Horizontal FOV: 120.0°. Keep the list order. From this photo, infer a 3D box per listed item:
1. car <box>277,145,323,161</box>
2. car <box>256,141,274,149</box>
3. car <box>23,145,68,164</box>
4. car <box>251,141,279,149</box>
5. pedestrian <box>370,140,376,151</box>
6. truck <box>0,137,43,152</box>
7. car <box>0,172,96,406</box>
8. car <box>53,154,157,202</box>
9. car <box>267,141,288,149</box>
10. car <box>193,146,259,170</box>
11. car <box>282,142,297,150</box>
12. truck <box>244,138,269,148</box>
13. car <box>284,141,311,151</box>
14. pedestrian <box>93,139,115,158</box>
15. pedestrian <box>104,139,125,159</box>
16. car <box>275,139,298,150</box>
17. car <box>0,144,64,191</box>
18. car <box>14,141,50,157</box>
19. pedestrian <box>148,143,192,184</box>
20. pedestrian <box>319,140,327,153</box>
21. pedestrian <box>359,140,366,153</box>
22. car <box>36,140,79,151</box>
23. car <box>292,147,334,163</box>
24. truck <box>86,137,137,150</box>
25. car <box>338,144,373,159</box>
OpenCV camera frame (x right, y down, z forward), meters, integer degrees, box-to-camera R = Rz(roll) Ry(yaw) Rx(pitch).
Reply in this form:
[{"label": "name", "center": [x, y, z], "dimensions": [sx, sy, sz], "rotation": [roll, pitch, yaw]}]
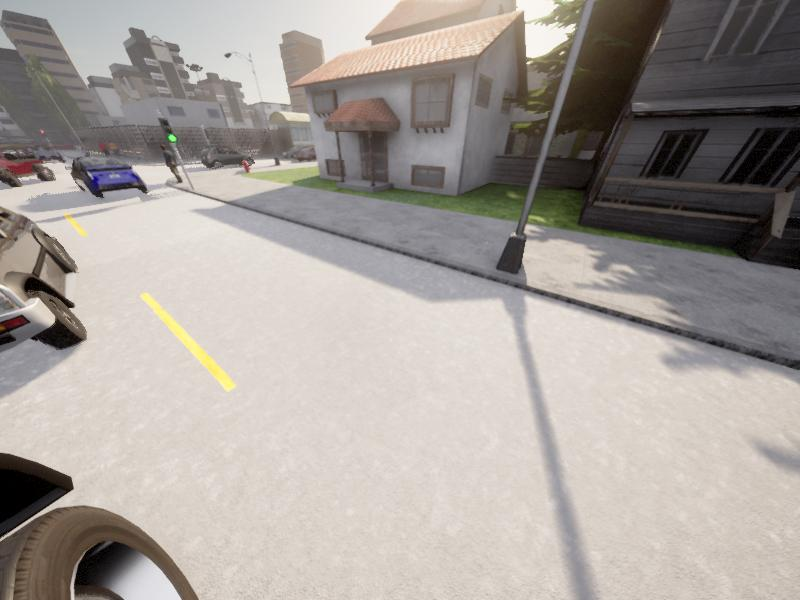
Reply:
[{"label": "car", "center": [-12.678, -18.963, 29.601], "dimensions": [2.128, 1.511, 4.902], "rotation": [22, 40, 28]}, {"label": "car", "center": [-32.940, -37.996, 56.447], "dimensions": [3.705, 1.547, 1.789], "rotation": [22, 40, 28]}, {"label": "car", "center": [-37.025, -15.279, 24.125], "dimensions": [3.633, 1.501, 1.845], "rotation": [22, 40, 28]}, {"label": "car", "center": [-33.035, -38.088, 56.702], "dimensions": [2.033, 1.415, 5.357], "rotation": [22, 40, 28]}, {"label": "pedestrian", "center": [-5.348, -30.701, 45.891], "dimensions": [0.751, 1.860, 0.751], "rotation": [-28, 44, -34]}, {"label": "truck", "center": [-69.026, -27.485, 40.791], "dimensions": [2.390, 2.098, 6.274], "rotation": [-1, 35, -1]}, {"label": "car", "center": [-6.053, -0.352, 2.884], "dimensions": [4.605, 1.855, 1.932], "rotation": [24, 42, 33]}, {"label": "car", "center": [-14.112, -5.997, 11.065], "dimensions": [4.514, 1.525, 2.007], "rotation": [22, 40, 28]}, {"label": "car", "center": [-28.963, -36.778, 54.758], "dimensions": [1.845, 1.501, 3.633], "rotation": [22, 40, 28]}, {"label": "car", "center": [-15.395, -12.805, 20.705], "dimensions": [1.851, 1.617, 3.988], "rotation": [21, 40, 27]}, {"label": "car", "center": [-24.025, -33.492, 50.175], "dimensions": [1.481, 1.379, 2.207], "rotation": [22, 40, 28]}, {"label": "truck", "center": [-36.185, -39.735, 58.484], "dimensions": [2.069, 2.038, 4.478], "rotation": [22, 40, 28]}, {"label": "car", "center": [-21.929, -33.156, 49.532], "dimensions": [2.242, 1.667, 4.611], "rotation": [22, 40, 28]}, {"label": "pedestrian", "center": [-34.902, -17.826, 27.252], "dimensions": [0.751, 1.860, 0.751], "rotation": [23, 41, 29]}, {"label": "pedestrian", "center": [-33.559, -17.751, 27.157], "dimensions": [0.751, 1.860, 0.751], "rotation": [23, 41, 29]}, {"label": "car", "center": [-25.300, -34.785, 51.646], "dimensions": [1.905, 1.878, 3.866], "rotation": [22, 40, 28]}, {"label": "car", "center": [-21.411, -7.169, 12.359], "dimensions": [1.905, 1.878, 3.866], "rotation": [-15, 38, -19]}, {"label": "car", "center": [-52.130, -21.434, 32.703], "dimensions": [4.856, 1.649, 2.033], "rotation": [22, 41, 28]}, {"label": "pedestrian", "center": [-12.456, -7.405, 12.578], "dimensions": [0.751, 1.860, 0.751], "rotation": [4, 35, 5]}, {"label": "pedestrian", "center": [-13.510, -27.131, 40.730], "dimensions": [0.751, 1.860, 0.751], "rotation": [14, 37, 19]}, {"label": "pedestrian", "center": [-6.443, -26.712, 40.188], "dimensions": [0.751, 1.860, 0.751], "rotation": [-28, 44, -34]}, {"label": "car", "center": [-64.800, -29.317, 43.871], "dimensions": [1.851, 1.617, 3.988], "rotation": [2, 35, 3]}, {"label": "car", "center": [-10.035, -17.026, 26.981], "dimensions": [1.994, 1.385, 4.181], "rotation": [21, 40, 27]}, {"label": "truck", "center": [-61.092, -33.270, 49.115], "dimensions": [2.390, 2.098, 6.274], "rotation": [22, 40, 28]}, {"label": "car", "center": [-6.042, -20.367, 31.647], "dimensions": [2.007, 1.525, 4.514], "rotation": [22, 40, 28]}]
